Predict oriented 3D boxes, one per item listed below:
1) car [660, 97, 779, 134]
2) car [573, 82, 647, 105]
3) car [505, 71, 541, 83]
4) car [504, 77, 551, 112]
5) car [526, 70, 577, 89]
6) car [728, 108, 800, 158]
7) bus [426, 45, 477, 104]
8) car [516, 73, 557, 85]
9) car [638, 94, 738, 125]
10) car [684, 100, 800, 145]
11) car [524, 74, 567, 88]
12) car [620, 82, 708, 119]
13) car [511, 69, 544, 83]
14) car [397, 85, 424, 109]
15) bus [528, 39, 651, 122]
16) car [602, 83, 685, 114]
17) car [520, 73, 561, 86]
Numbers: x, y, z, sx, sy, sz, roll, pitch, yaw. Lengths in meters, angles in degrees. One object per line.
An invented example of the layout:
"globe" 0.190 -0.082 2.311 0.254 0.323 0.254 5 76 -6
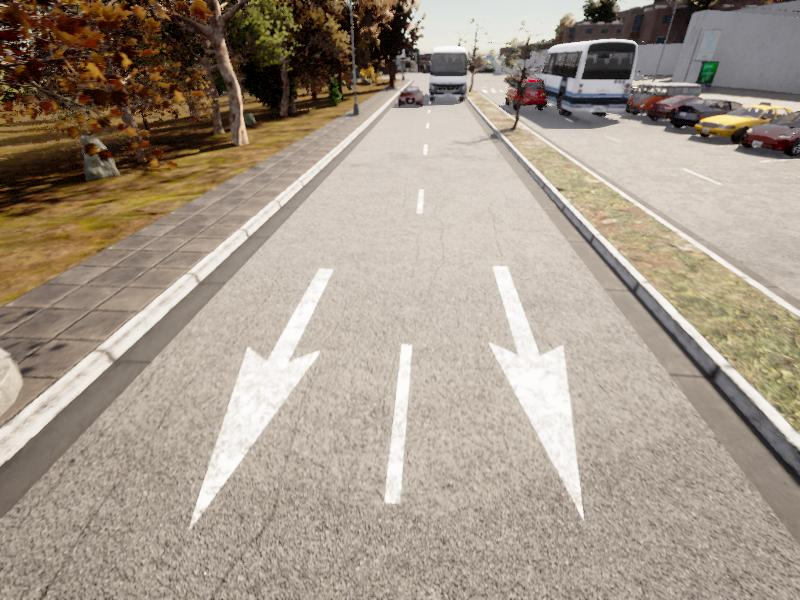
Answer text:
"car" 16.928 -9.885 21.323 4.792 1.488 2.163 -8 32 -14
"car" 17.810 -17.551 34.003 5.366 1.575 1.946 -8 33 -14
"car" 20.635 -37.440 67.162 5.366 1.575 1.946 -8 32 -14
"car" 9.613 -15.854 30.707 2.150 2.045 5.566 2 31 4
"car" 19.538 -28.542 51.766 5.566 2.045 2.435 -8 32 -14
"car" 16.438 -6.835 16.183 4.792 1.488 2.163 -8 32 -14
"bus" 4.526 -21.130 37.315 3.944 4.253 10.273 2 31 4
"car" 20.338 -32.923 59.590 5.366 1.575 1.946 -8 32 -14
"car" 17.113 -11.399 23.874 4.674 1.452 2.002 -8 32 -14
"car" 16.507 -8.359 18.686 5.366 1.575 1.946 -8 32 -14
"car" 19.731 -29.845 54.434 5.008 1.535 2.097 -8 32 -14
"car" 17.227 -13.134 26.253 4.442 1.987 1.878 -8 32 -14
"car" 20.486 -36.118 64.509 4.442 1.987 1.878 -8 32 -14
"car" 0.936 -16.602 32.618 1.994 1.385 4.181 2 31 4
"bus" 12.306 -15.375 27.768 3.944 4.253 10.273 2 31 4
"car" 17.525 -14.602 28.886 4.553 1.767 2.185 -8 32 -14
"car" 19.936 -31.371 56.992 4.892 1.521 2.231 -8 32 -14
